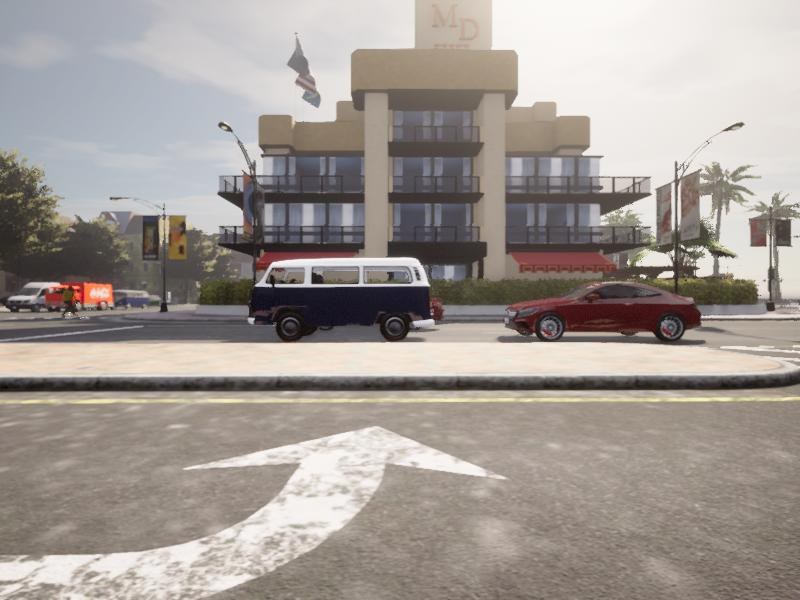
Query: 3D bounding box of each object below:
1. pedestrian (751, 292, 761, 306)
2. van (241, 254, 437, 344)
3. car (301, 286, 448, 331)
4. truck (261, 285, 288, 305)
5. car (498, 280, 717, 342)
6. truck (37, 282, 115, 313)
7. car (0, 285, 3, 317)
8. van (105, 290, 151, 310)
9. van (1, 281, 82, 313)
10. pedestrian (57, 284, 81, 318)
[{"bbox_3d":[50.375,-0.155,56.635,0.751,1.860,0.751,0,0,-7],"label":"pedestrian"},{"bbox_3d":[-1.406,-0.027,10.176,4.480,2.038,2.069,0,0,-1],"label":"van"},{"bbox_3d":[-0.823,0.271,13.687,4.674,1.442,1.812,0,0,0],"label":"car"},{"bbox_3d":[-24.951,-0.906,80.210,2.891,3.827,8.468,0,0,-1],"label":"truck"},{"bbox_3d":[5.064,0.266,10.240,4.674,1.442,1.812,0,0,0],"label":"car"},{"bbox_3d":[-27.792,-0.221,34.658,2.627,2.467,5.204,0,0,-1],"label":"truck"},{"bbox_3d":[-24.376,0.072,21.246,1.932,1.855,4.605,0,0,3],"label":"car"},{"bbox_3d":[-27.887,0.020,41.157,1.775,1.987,4.442,0,0,-1],"label":"van"},{"bbox_3d":[-31.312,-0.253,35.315,1.988,2.561,5.915,0,0,-2],"label":"van"},{"bbox_3d":[-18.550,0.052,22.442,0.751,1.860,0.751,0,0,1],"label":"pedestrian"}]
